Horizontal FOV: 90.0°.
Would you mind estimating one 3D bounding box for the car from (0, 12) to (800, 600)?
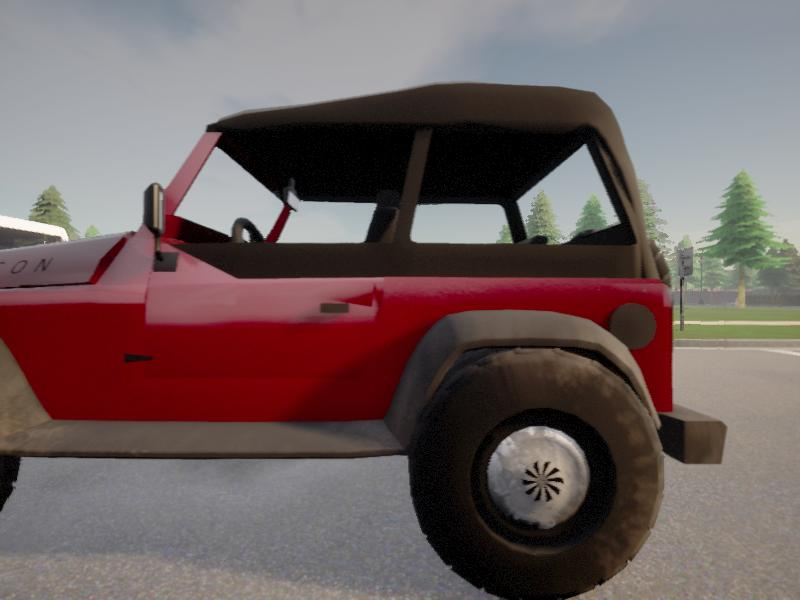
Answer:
[{"bbox_3d":[-0.570,0.047,2.202,3.866,1.878,1.905,0,0,0],"label":"car"}]

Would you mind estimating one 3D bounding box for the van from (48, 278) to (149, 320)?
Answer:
[{"bbox_3d":[-15.974,-0.045,21.560,2.069,2.038,4.480,0,0,-1],"label":"van"}]

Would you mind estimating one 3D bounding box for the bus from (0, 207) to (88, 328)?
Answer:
[{"bbox_3d":[-16.231,-1.151,12.692,3.944,4.253,10.273,0,0,6],"label":"bus"}]

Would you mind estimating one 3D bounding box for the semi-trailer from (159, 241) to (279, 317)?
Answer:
[{"bbox_3d":[-12.585,-1.230,30.158,2.717,4.402,14.254,0,0,-1],"label":"semi-trailer"}]

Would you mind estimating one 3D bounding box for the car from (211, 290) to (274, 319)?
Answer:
[{"bbox_3d":[-8.997,0.234,23.369,1.837,1.490,4.892,0,0,-1],"label":"car"}]

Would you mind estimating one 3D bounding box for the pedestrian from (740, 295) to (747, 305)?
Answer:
[{"bbox_3d":[66.963,-0.043,77.988,0.751,1.860,0.751,0,0,-1],"label":"pedestrian"}]

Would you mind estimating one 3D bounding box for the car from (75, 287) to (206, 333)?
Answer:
[{"bbox_3d":[-8.880,0.298,14.224,1.994,1.385,4.181,0,0,-1],"label":"car"}]

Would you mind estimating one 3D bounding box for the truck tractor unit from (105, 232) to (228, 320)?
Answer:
[{"bbox_3d":[-12.485,-1.127,22.246,3.053,4.208,6.516,0,0,-1],"label":"truck tractor unit"}]
